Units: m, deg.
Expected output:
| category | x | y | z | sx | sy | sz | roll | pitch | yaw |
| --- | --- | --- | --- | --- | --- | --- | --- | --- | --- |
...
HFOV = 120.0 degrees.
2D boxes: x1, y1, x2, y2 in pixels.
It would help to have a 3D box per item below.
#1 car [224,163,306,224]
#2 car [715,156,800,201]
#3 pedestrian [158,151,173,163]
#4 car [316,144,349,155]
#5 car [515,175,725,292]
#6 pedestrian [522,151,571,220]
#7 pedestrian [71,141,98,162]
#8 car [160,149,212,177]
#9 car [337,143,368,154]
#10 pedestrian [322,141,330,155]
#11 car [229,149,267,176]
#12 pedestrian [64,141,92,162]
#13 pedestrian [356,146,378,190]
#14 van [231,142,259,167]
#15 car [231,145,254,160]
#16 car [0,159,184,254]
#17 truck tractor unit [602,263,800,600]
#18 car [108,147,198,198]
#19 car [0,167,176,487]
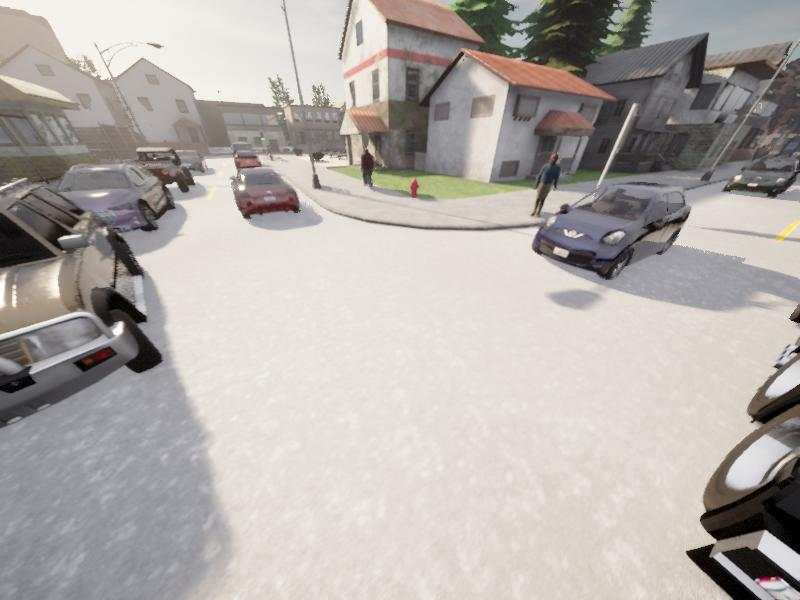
| category | x | y | z | sx | sy | sz | roll | pitch | yaw |
| --- | --- | --- | --- | --- | --- | --- | --- | --- | --- |
| car | -5.376 | -4.364 | 9.033 | 1.994 | 1.385 | 4.181 | -20 | 40 | -26 |
| car | 18.709 | -6.310 | 11.807 | 3.988 | 1.617 | 1.851 | -18 | 39 | -24 |
| pedestrian | -24.128 | -14.708 | 23.762 | 0.500 | 1.100 | 0.500 | -2 | 35 | -3 |
| car | -11.734 | -26.229 | 40.304 | 4.792 | 1.488 | 2.163 | -18 | 39 | -24 |
| car | 4.803 | -1.741 | 5.199 | 3.633 | 1.501 | 1.845 | -18 | 39 | -24 |
| pedestrian | 4.702 | -3.677 | 7.470 | 0.751 | 1.860 | 0.751 | 19 | 39 | 25 |
| pedestrian | -33.939 | -16.010 | 24.891 | 0.751 | 1.860 | 0.751 | -16 | 38 | -22 |
| car | -16.716 | -11.006 | 18.365 | 2.128 | 1.511 | 4.902 | -18 | 39 | -25 |
| car | -9.261 | -29.767 | 45.320 | 5.366 | 1.575 | 1.801 | -19 | 39 | -25 |
| pedestrian | -11.584 | -23.807 | 36.253 | 0.751 | 1.860 | 0.751 | -14 | 37 | -20 |
| car | -12.360 | -11.288 | 18.789 | 2.007 | 1.525 | 4.514 | -18 | 39 | -24 |
| pedestrian | -34.703 | -16.038 | 24.925 | 0.751 | 1.860 | 0.751 | -11 | 36 | -16 |
| pedestrian | -1.669 | -6.666 | 11.716 | 0.751 | 1.860 | 0.751 | -18 | 39 | -24 |
| van | -16.268 | -15.353 | 24.200 | 1.775 | 1.987 | 4.442 | -18 | 39 | -24 |
| car | -21.610 | -20.226 | 31.606 | 1.816 | 1.474 | 4.193 | -21 | 40 | -28 |
| car | -8.866 | -3.278 | 7.217 | 2.033 | 1.649 | 4.856 | -18 | 39 | -24 |
| truck tractor unit | 5.107 | -0.305 | 0.782 | 6.516 | 4.208 | 3.053 | -18 | 39 | -24 |
| car | -12.175 | -6.661 | 11.822 | 1.905 | 1.878 | 3.866 | -18 | 39 | -24 |
| car | -4.697 | -0.267 | 2.703 | 4.605 | 1.855 | 1.932 | 30 | 44 | 35 |
